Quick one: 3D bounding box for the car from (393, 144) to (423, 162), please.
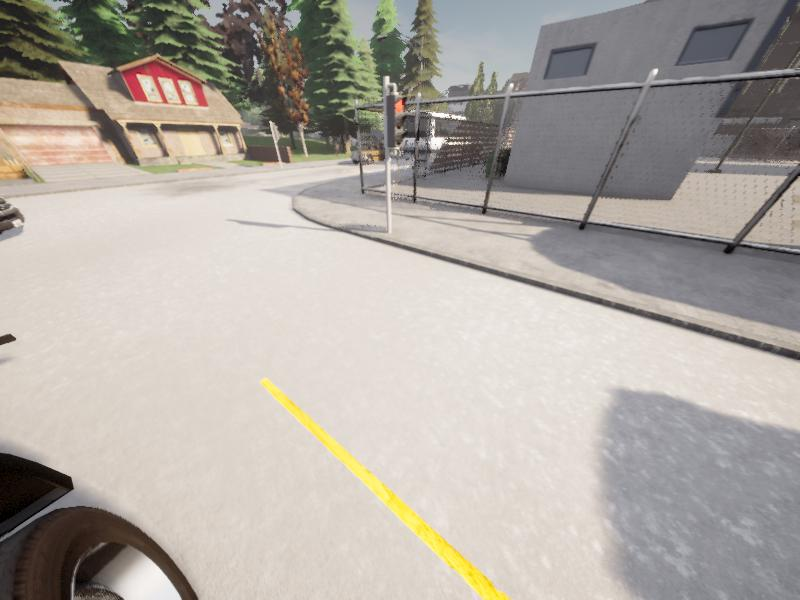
[{"bbox_3d":[0.994,-17.524,27.455,1.789,1.549,3.705,23,41,28],"label":"car"}]

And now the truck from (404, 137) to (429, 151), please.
[{"bbox_3d":[3.849,-36.871,54.531,5.204,2.467,2.627,22,41,28],"label":"truck"}]

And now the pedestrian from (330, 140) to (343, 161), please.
[{"bbox_3d":[-6.958,-16.479,25.424,0.751,1.860,0.751,23,41,28],"label":"pedestrian"}]

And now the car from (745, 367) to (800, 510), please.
[{"bbox_3d":[4.942,1.797,0.275,4.718,1.301,1.895,24,41,29],"label":"car"}]

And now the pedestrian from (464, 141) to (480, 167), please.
[{"bbox_3d":[6.394,-12.992,20.571,0.751,1.860,0.751,-29,44,-34],"label":"pedestrian"}]

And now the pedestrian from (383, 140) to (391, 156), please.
[{"bbox_3d":[-1.771,-20.494,31.163,0.751,1.860,0.751,30,45,35],"label":"pedestrian"}]

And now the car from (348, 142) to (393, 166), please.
[{"bbox_3d":[-2.788,-14.721,23.166,1.932,1.855,4.605,21,40,27],"label":"car"}]

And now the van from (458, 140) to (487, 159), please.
[{"bbox_3d":[10.073,-20.995,32.029,2.069,2.038,4.480,22,41,28],"label":"van"}]

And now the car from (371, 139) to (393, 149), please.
[{"bbox_3d":[-4.654,-40.201,59.575,5.566,2.045,2.150,22,41,28],"label":"car"}]

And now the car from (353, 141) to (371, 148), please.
[{"bbox_3d":[-11.212,-45.580,67.510,5.238,1.638,1.930,22,41,28],"label":"car"}]

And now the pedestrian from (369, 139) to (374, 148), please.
[{"bbox_3d":[-6.863,-38.149,56.196,0.751,1.860,0.751,17,39,23],"label":"pedestrian"}]

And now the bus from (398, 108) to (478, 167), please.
[{"bbox_3d":[4.367,-17.466,25.056,3.944,4.253,10.273,22,41,28],"label":"bus"}]

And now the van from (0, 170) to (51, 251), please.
[{"bbox_3d":[-12.286,-1.748,4.103,5.915,2.561,1.988,-22,39,-28],"label":"van"}]

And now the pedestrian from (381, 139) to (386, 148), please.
[{"bbox_3d":[-3.783,-36.656,54.097,0.751,1.860,0.751,17,38,22],"label":"pedestrian"}]
